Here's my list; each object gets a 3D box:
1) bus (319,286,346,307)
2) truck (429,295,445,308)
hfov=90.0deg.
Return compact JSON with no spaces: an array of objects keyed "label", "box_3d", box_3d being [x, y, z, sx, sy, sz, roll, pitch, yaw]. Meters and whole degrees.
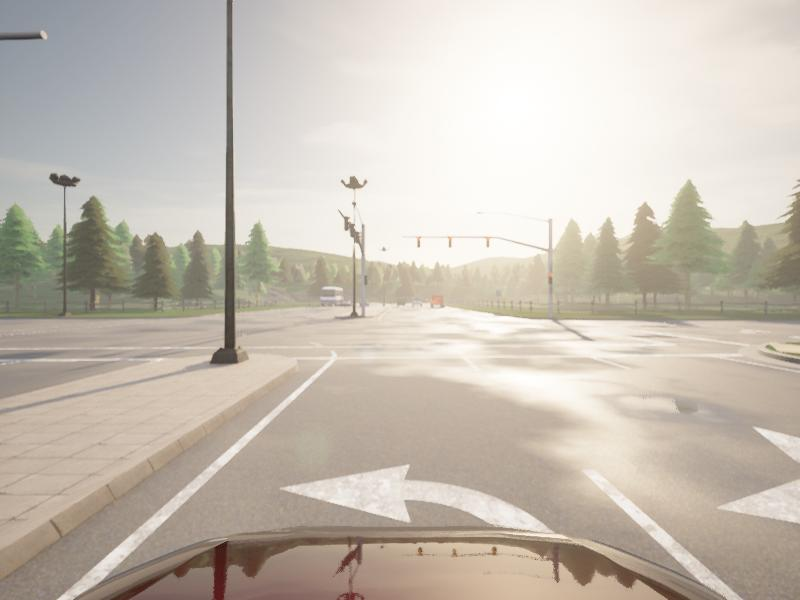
[{"label":"bus","box_3d":[-14.594,-0.679,87.122,3.944,4.253,10.273,0,0,1]},{"label":"truck","box_3d":[7.069,0.230,77.317,2.627,2.467,5.204,0,0,1]}]
